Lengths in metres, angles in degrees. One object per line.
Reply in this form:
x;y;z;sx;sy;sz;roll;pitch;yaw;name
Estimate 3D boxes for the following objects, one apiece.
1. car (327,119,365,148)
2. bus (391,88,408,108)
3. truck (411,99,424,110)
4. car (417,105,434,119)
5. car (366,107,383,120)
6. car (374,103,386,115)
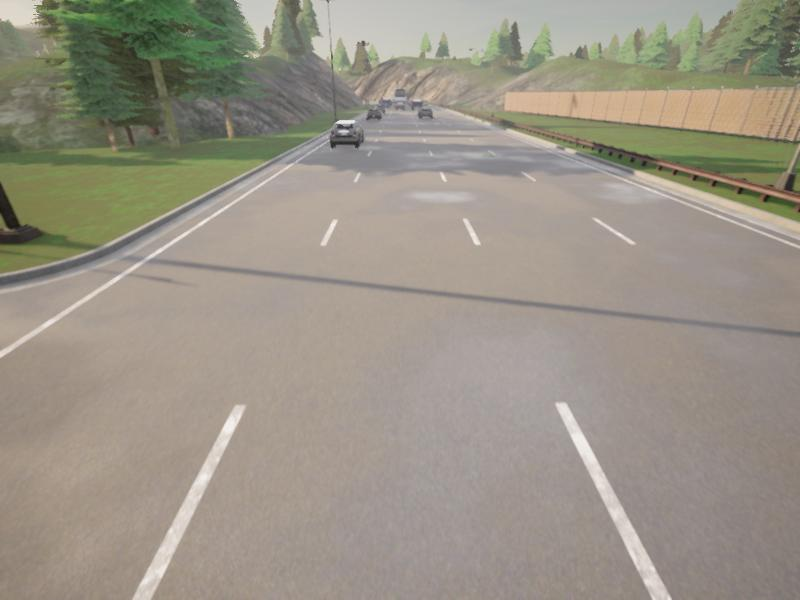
-3.487;-11.062;26.480;1.970;1.475;3.806;0;27;0;car
-0.199;-51.873;102.600;3.944;4.253;10.273;-1;27;-1;bus
3.546;-40.941;83.710;2.390;2.098;6.274;0;27;0;truck
3.526;-26.375;56.097;2.128;1.511;4.902;0;27;0;car
-3.337;-24.644;52.835;1.816;1.474;4.193;0;27;1;car
-3.397;-32.761;68.525;1.851;1.617;3.988;0;27;0;car
